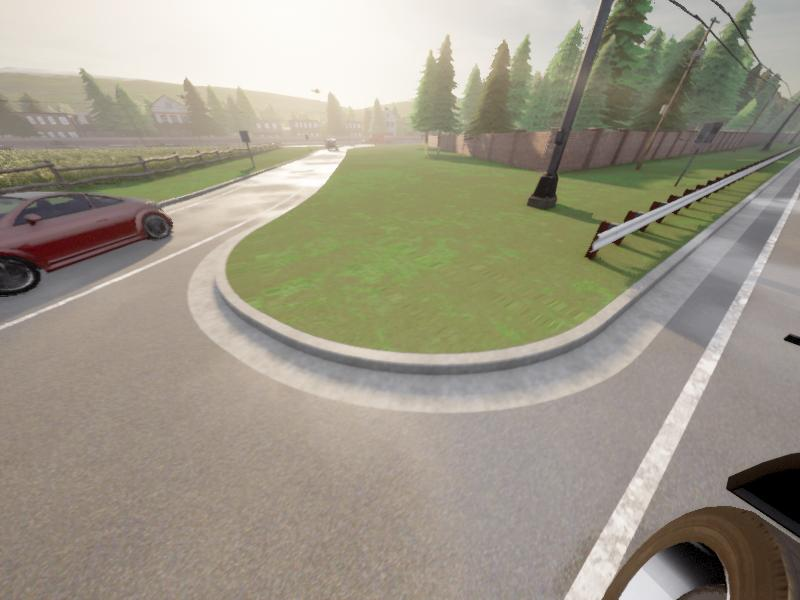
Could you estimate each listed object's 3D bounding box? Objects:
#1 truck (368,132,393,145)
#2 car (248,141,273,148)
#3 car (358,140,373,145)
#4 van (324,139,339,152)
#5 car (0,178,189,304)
[{"bbox_3d":[-7.154,-59.488,84.934,8.468,3.827,2.891,-21,40,-27],"label":"truck"},{"bbox_3d":[-38.365,-42.827,63.547,5.366,1.575,1.801,-21,40,-27],"label":"car"},{"bbox_3d":[-12.897,-58.723,85.968,4.902,1.511,2.128,-21,40,-27],"label":"car"},{"bbox_3d":[-13.687,-31.113,46.333,2.069,2.038,4.480,-5,35,-6],"label":"van"},{"bbox_3d":[-7.512,-1.474,4.868,1.994,1.385,4.181,4,35,6],"label":"car"}]
